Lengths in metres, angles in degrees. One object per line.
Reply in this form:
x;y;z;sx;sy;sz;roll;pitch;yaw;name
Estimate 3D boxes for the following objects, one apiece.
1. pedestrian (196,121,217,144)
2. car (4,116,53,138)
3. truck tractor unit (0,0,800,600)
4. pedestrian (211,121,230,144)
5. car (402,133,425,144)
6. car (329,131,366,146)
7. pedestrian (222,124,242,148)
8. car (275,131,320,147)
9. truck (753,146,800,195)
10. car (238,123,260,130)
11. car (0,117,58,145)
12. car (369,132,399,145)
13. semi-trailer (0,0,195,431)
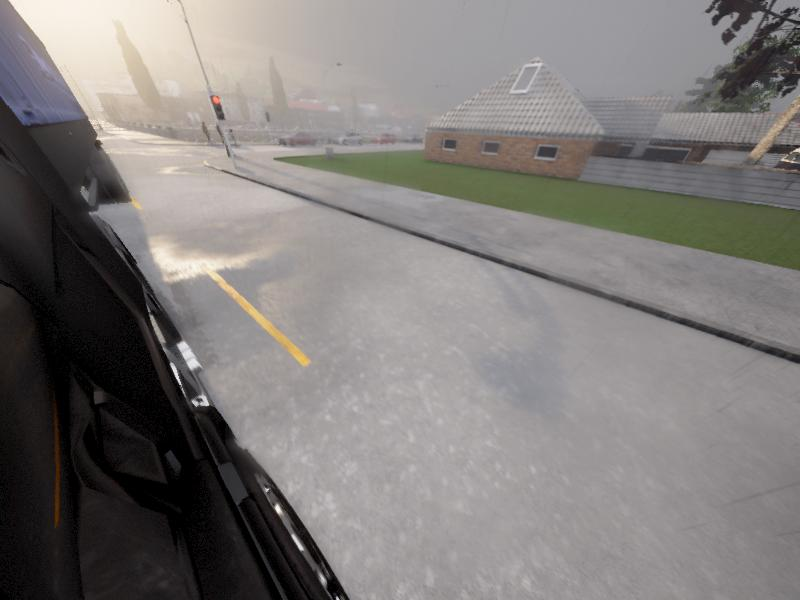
-19.393;-16.772;23.163;0.751;1.860;0.751;17;39;18;pedestrian
-38.738;-18.160;24.196;4.856;1.649;2.033;28;43;30;car
-2.645;-0.295;0.352;6.516;4.208;3.053;28;44;30;truck tractor unit
-18.336;-17.112;23.674;0.751;1.860;0.751;25;42;27;pedestrian
2.377;-28.711;41.172;1.816;1.474;4.193;28;43;30;car
-7.093;-22.179;31.737;2.007;1.525;4.514;28;43;29;car
-16.359;-16.055;22.586;0.751;1.860;0.751;17;39;18;pedestrian
-11.911;-18.786;26.997;1.994;1.385;4.181;27;43;29;car
22.703;-7.136;12.704;2.069;2.038;4.478;28;43;30;truck
-48.020;-55.440;73.677;1.930;1.638;5.238;28;43;29;car
-30.815;-14.017;19.109;4.611;1.667;2.242;28;43;30;car
-2.464;-25.382;36.341;2.007;1.525;4.514;28;43;30;car
-8.370;-3.804;4.533;14.254;4.402;2.717;32;46;33;semi-trailer
